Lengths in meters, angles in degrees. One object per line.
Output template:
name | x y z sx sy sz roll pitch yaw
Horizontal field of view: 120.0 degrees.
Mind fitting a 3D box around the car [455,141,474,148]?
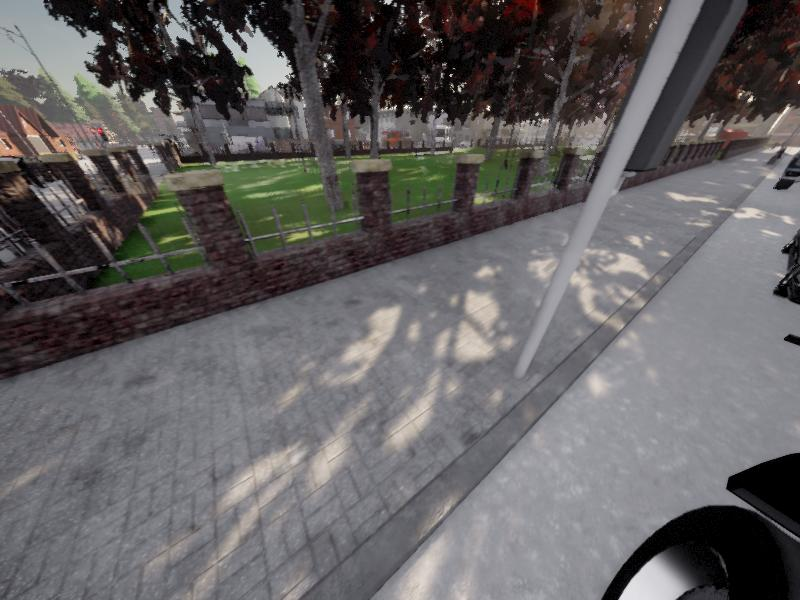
car | 16.049 -38.691 57.346 4.674 1.442 1.812 -22 41 -28

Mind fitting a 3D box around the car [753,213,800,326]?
car | 8.325 -0.820 3.788 5.357 1.411 2.033 -22 41 -28

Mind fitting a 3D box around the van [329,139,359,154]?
van | -9.292 -25.625 38.575 4.442 1.987 1.775 -24 41 -29

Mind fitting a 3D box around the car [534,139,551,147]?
car | 41.929 -46.426 68.095 4.605 1.855 1.932 -22 41 -28

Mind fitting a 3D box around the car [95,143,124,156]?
car | -47.361 -24.590 37.760 1.851 1.617 3.988 -22 41 -28

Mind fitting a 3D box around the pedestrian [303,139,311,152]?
pedestrian | -17.259 -28.710 42.901 0.751 1.860 0.751 -17 38 -22

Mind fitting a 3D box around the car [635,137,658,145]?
car | 72.034 -46.425 67.444 1.905 1.878 3.866 -22 41 -28

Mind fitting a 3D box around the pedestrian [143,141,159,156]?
pedestrian | -37.666 -22.977 34.973 0.751 1.860 0.751 -16 38 -21

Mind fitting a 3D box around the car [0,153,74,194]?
car | -21.429 -7.302 13.101 1.882 1.535 5.008 -22 41 -28

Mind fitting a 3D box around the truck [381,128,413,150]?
truck | -0.820 -37.008 53.038 2.891 3.827 8.468 -23 41 -29

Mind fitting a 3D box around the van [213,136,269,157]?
van | -23.590 -22.936 34.504 6.366 2.431 2.351 -22 41 -28

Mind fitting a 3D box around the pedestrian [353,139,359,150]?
pedestrian | -9.022 -31.754 47.131 0.751 1.860 0.751 -22 41 -28

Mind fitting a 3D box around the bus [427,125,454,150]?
bus | 9.124 -36.132 51.339 3.944 4.253 10.273 10 37 13

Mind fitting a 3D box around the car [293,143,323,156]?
car | -14.257 -23.470 35.960 3.633 1.501 1.845 -23 41 -29

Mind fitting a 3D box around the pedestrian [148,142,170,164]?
pedestrian | -24.067 -14.717 23.131 0.751 1.860 0.751 -23 41 -28

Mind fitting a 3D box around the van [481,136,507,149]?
van | 23.349 -39.092 57.272 6.366 2.431 2.351 -22 41 -28

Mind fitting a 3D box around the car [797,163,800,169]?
car | 34.202 -11.580 18.385 3.866 1.878 1.905 -22 41 -28

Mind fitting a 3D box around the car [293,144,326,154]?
car | -15.412 -25.713 39.351 4.718 1.301 1.895 -21 40 -27

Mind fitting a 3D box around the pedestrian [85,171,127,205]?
pedestrian | -11.522 -4.418 9.089 0.500 1.100 0.500 -23 41 -28

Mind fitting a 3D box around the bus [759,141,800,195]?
bus | 22.451 -7.662 10.896 10.273 4.253 3.944 -22 40 -28

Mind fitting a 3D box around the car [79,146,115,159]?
car | -43.300 -21.202 33.132 1.994 1.385 4.181 -22 41 -28

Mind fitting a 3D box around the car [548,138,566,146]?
car | 48.960 -49.360 72.052 5.566 2.045 2.150 -22 41 -28

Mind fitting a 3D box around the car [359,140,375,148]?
car | -9.042 -42.712 63.200 2.128 1.511 4.902 -22 41 -28

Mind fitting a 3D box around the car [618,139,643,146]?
car | 67.313 -46.079 67.465 2.097 1.767 4.553 -22 41 -28

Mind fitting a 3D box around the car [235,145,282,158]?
car | -20.046 -21.229 32.951 5.357 1.411 2.033 -21 40 -27
